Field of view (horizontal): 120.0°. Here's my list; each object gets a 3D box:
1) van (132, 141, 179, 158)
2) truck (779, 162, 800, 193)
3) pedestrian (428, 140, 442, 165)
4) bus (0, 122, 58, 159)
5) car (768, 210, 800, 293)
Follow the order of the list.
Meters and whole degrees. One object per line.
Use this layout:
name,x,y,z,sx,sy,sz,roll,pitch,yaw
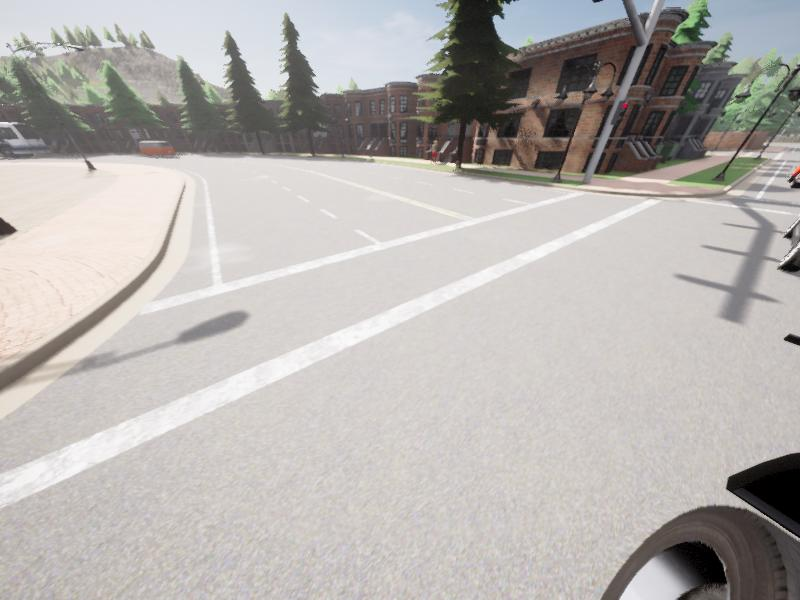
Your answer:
van,-34.491,-21.263,32.636,4.442,1.987,1.775,7,36,10
truck,21.307,-6.591,10.831,5.204,2.467,2.627,-23,41,-27
pedestrian,3.051,-12.958,20.284,0.751,1.860,0.751,-23,41,-29
bus,-59.754,-22.948,33.329,10.273,4.253,3.944,-13,37,-17
car,9.419,-1.379,4.322,5.238,1.638,1.930,-22,41,-28
